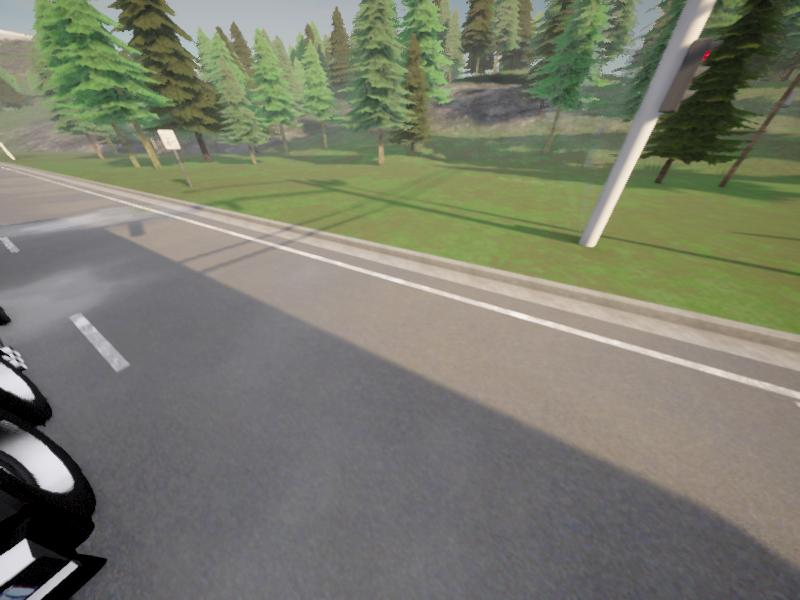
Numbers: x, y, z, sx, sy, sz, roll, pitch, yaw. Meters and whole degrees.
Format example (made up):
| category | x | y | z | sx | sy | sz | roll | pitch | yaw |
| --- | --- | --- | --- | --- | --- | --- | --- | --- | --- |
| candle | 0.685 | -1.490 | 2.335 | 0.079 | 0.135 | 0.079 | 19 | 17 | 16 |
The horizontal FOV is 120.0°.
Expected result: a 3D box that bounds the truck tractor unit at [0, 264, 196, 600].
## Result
| category | x | y | z | sx | sy | sz | roll | pitch | yaw |
| --- | --- | --- | --- | --- | --- | --- | --- | --- | --- |
| truck tractor unit | -5.111 | -0.299 | 0.791 | 6.516 | 4.208 | 3.053 | 18 | 39 | 24 |
